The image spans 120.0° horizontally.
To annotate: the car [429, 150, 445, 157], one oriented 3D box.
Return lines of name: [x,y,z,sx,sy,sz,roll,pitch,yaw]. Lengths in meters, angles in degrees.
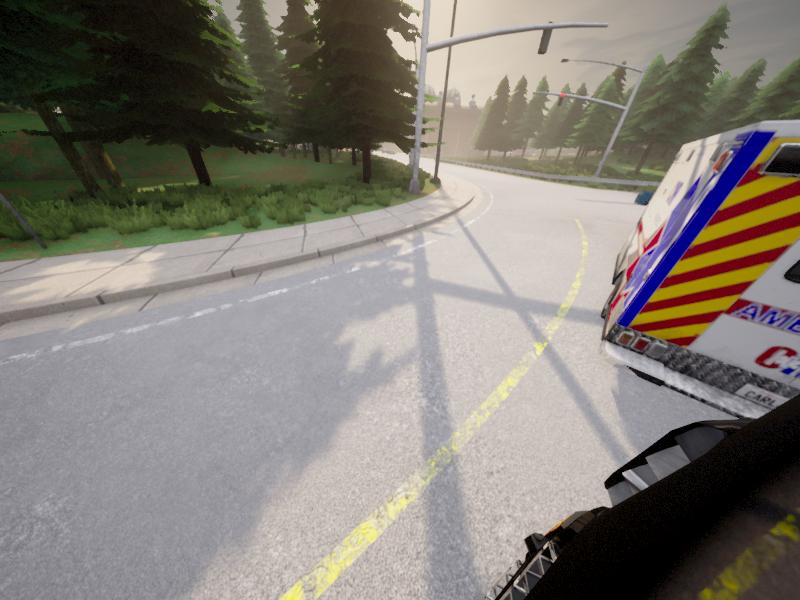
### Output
car: [12.463,-49.505,78.090,4.856,1.649,2.033,-5,34,-12]

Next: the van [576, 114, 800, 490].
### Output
van: [5.090,-0.875,3.460,2.351,2.431,6.366,27,41,32]

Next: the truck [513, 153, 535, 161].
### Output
truck: [43.897,-50.514,81.593,6.274,2.098,2.390,-5,34,-12]
